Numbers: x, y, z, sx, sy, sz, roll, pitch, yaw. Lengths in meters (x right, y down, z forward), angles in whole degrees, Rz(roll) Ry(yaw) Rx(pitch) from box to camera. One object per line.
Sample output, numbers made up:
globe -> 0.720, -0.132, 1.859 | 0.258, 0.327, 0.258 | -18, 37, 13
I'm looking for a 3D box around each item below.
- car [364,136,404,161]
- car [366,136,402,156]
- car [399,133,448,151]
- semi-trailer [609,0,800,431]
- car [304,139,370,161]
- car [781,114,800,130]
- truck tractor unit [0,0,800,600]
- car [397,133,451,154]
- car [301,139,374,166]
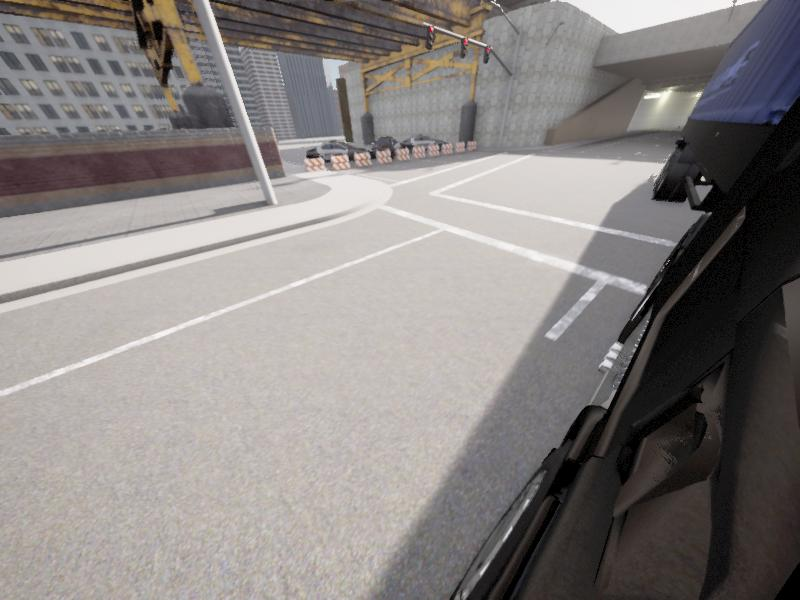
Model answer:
car -> -1.242, -13.590, 20.604 | 2.038, 1.542, 4.974 | 7, 38, 13
car -> -1.236, -13.747, 20.550 | 1.853, 1.218, 4.536 | 7, 38, 13
car -> 2.342, -16.222, 23.641 | 4.536, 1.218, 1.853 | -8, 37, -7
semi-trailer -> 8.143, -3.929, 4.711 | 2.717, 4.402, 14.254 | 28, 46, 34
car -> -4.850, -11.855, 18.241 | 4.536, 1.218, 1.853 | 1, 37, 5
car -> 54.496, -24.105, 31.180 | 5.027, 1.651, 2.152 | -22, 41, -24
truck tractor unit -> 2.645, -0.295, 0.351 | 6.516, 4.208, 3.053 | -28, 44, -30
car -> 2.399, -16.104, 23.742 | 4.974, 1.542, 2.038 | -8, 37, -7
car -> -4.793, -11.728, 18.332 | 4.974, 1.542, 2.038 | 1, 37, 5
